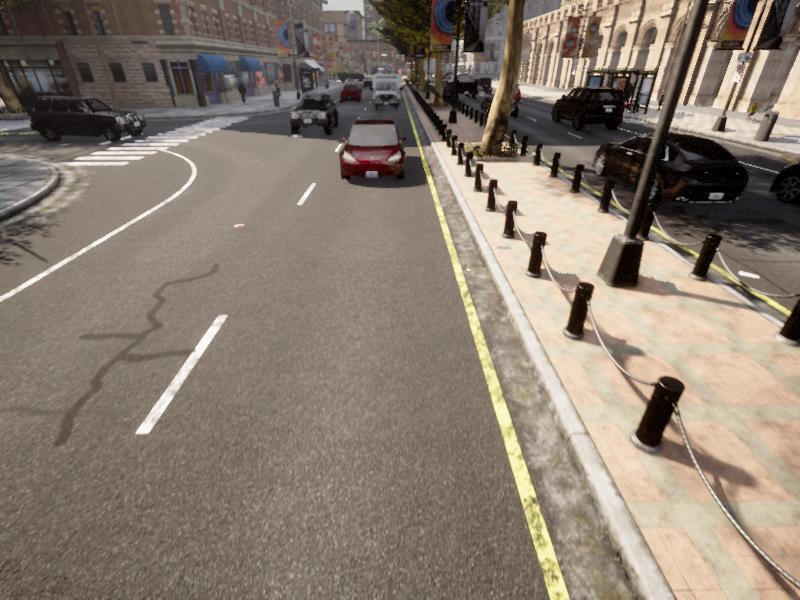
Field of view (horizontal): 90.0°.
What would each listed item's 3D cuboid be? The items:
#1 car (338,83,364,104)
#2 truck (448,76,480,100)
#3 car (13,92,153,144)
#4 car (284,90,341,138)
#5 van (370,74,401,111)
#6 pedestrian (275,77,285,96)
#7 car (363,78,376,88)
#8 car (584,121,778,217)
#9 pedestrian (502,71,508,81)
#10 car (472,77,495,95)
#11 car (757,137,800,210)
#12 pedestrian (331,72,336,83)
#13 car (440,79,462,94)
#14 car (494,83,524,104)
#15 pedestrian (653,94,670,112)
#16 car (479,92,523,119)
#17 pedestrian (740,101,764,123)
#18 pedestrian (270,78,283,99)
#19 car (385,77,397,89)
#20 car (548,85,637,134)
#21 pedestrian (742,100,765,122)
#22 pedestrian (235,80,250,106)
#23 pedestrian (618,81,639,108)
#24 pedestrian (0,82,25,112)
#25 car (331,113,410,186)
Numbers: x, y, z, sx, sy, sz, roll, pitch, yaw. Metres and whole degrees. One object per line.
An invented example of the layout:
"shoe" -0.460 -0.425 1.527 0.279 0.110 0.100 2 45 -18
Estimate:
"car" -4.658 -19.950 38.597 1.882 1.535 5.008 0 30 -1
"truck" 6.780 -23.111 43.446 2.390 2.098 6.274 0 30 -1
"car" -14.658 -8.561 18.771 4.605 1.855 1.932 3 31 1
"car" -4.434 -9.900 21.075 1.932 1.855 4.605 0 30 -1
"van" -1.097 -17.484 33.496 2.351 2.431 6.366 0 30 -1
"pedestrian" -13.156 -23.429 43.880 0.751 1.860 0.751 -2 30 -3
"car" -5.002 -35.834 65.991 1.895 1.301 4.718 0 30 -1
"car" 7.191 -3.832 11.075 1.837 1.490 4.892 0 31 -1
"pedestrian" 22.595 -48.180 86.201 0.751 1.860 0.751 -12 32 -19
"car" 10.208 -26.425 49.322 1.905 1.878 3.866 0 30 -1
"car" 10.721 -2.541 8.882 1.970 1.475 3.806 0 30 -1
"pedestrian" -13.149 -44.238 79.466 0.751 1.860 0.751 -1 30 -1
"car" 6.666 -28.114 52.644 2.128 1.511 4.902 0 30 -1
"car" 10.347 -19.728 38.202 1.789 1.549 3.705 0 31 -1
"pedestrian" 18.815 -14.172 28.795 0.500 1.100 0.500 -2 30 -3
"car" 6.976 -13.765 28.185 1.994 1.385 4.181 0 30 -1
"pedestrian" 20.319 -10.850 23.112 0.500 1.100 0.500 3 30 5
"pedestrian" -12.201 -20.955 39.649 0.751 1.860 0.751 1 30 2
"car" -1.465 -34.168 63.002 1.812 1.442 4.674 0 30 -1
"car" 10.552 -10.894 22.604 2.150 2.045 5.566 0 30 0
"pedestrian" 20.908 -11.163 23.649 0.500 1.100 0.500 -9 31 -15
"pedestrian" -12.967 -17.051 32.972 0.751 1.860 0.751 -5 31 -8
"pedestrian" 18.016 -16.255 31.604 0.751 1.860 0.751 -1 30 -1
"pedestrian" -27.941 -14.484 28.586 0.751 1.860 0.751 -1 30 -2
"car" -0.840 -5.188 13.407 2.163 1.488 4.792 0 30 -1
